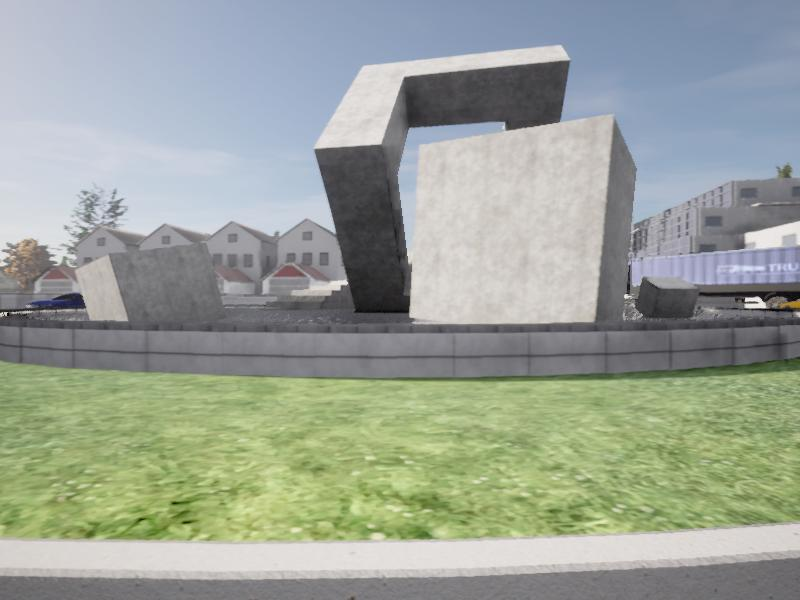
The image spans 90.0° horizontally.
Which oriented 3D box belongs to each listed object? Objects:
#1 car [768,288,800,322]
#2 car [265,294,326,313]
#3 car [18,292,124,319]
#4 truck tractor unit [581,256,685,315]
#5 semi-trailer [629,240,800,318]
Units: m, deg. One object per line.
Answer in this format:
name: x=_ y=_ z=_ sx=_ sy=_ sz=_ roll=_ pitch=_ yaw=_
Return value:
car: x=19.382 y=0.239 z=17.633 sx=1.801 sy=1.575 sz=5.366 roll=0 pitch=0 yaw=7
car: x=-9.419 y=0.284 z=36.193 sx=4.974 sy=1.542 sz=2.038 roll=0 pitch=0 yaw=-37
car: x=-19.317 y=0.305 z=23.811 sx=1.812 sy=1.442 sz=4.674 roll=0 pitch=0 yaw=16
truck tractor unit: x=18.360 y=-1.061 z=32.027 sx=3.053 sy=4.208 sz=6.516 roll=0 pitch=0 yaw=-26
semi-trailer: x=22.492 y=-1.166 z=25.288 sx=2.717 sy=4.402 sz=14.254 roll=0 pitch=0 yaw=-33
